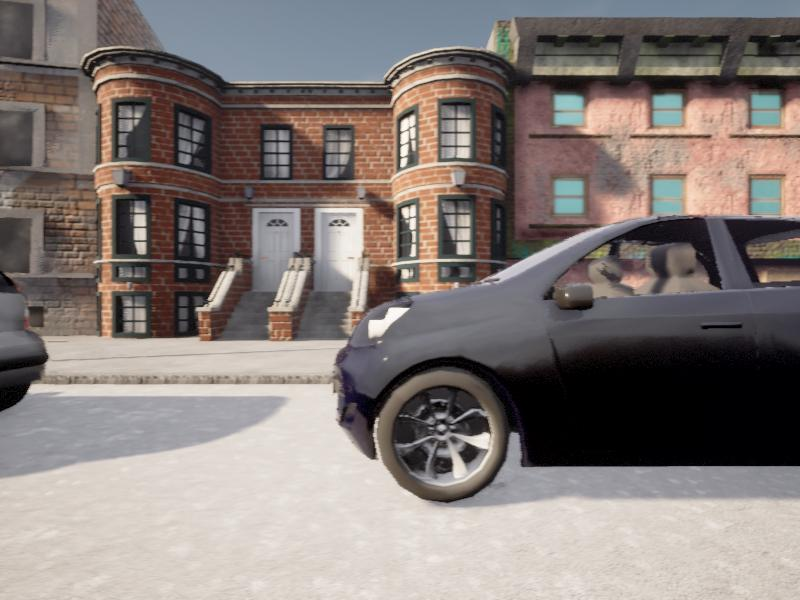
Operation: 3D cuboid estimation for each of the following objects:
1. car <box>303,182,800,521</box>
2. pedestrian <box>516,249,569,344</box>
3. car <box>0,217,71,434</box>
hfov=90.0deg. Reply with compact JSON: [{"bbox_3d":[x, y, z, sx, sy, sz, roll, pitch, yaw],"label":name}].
[{"bbox_3d":[1.384,0.227,2.695,3.633,1.501,1.845,0,0,0],"label":"car"},{"bbox_3d":[2.921,-0.067,8.265,0.751,1.860,0.751,0,0,-10],"label":"pedestrian"},{"bbox_3d":[-4.975,0.190,2.693,3.988,1.617,1.851,0,0,0],"label":"car"}]
